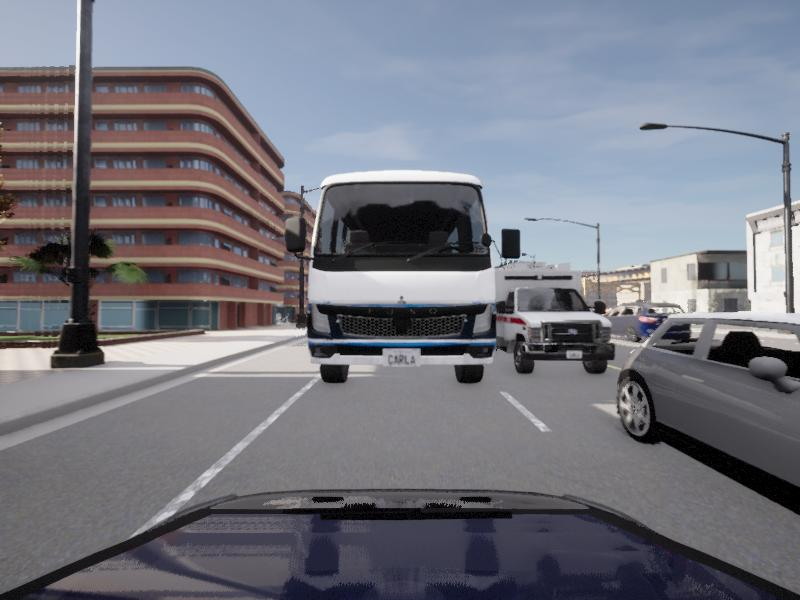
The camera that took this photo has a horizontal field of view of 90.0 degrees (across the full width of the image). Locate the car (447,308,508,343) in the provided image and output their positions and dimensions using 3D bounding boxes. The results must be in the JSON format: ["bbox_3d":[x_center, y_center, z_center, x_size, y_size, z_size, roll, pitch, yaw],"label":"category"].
[{"bbox_3d":[3.418,1.105,18.595,1.812,1.442,4.674,0,-2,-2],"label":"car"}]

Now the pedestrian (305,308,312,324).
[{"bbox_3d":[-10.753,1.851,46.873,0.751,1.860,0.751,0,-1,-8],"label":"pedestrian"}]

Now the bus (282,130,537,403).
[{"bbox_3d":[0.179,-0.450,11.375,3.944,4.253,10.273,0,-1,0],"label":"bus"}]

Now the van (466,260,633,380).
[{"bbox_3d":[3.557,0.457,11.318,2.351,2.431,6.366,0,-1,0],"label":"van"}]

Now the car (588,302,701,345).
[{"bbox_3d":[10.589,0.973,17.886,2.242,1.667,4.611,0,-2,0],"label":"car"}]

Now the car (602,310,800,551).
[{"bbox_3d":[3.522,0.854,3.135,1.970,1.475,3.806,0,0,0],"label":"car"}]
